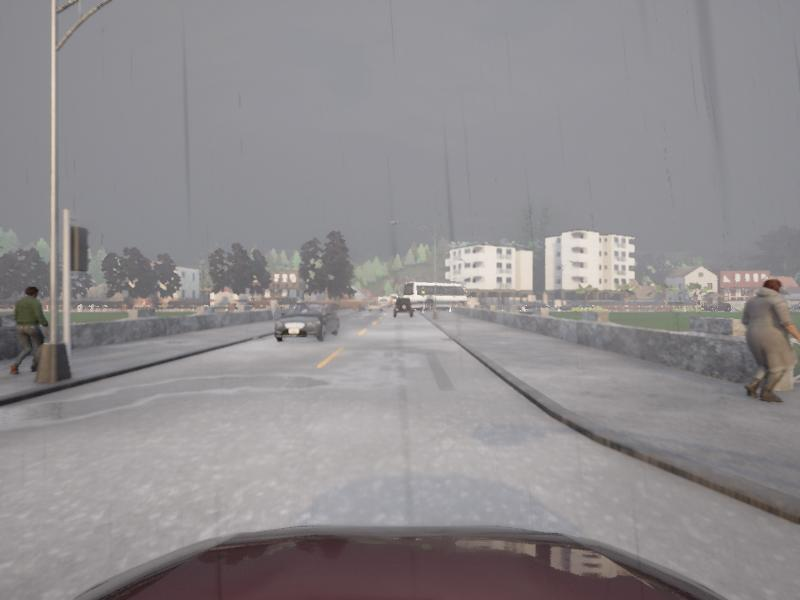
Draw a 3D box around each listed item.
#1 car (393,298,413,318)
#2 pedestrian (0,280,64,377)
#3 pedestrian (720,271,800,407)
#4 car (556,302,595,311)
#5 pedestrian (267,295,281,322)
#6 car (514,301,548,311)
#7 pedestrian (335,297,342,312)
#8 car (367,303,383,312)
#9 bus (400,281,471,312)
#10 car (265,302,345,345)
[{"bbox_3d":[0.324,0.709,39.550,1.905,1.878,3.866,0,0,0],"label":"car"},{"bbox_3d":[-7.435,0.546,8.031,0.751,1.860,0.751,0,0,-3],"label":"pedestrian"},{"bbox_3d":[5.341,0.534,5.837,0.751,1.860,0.751,0,0,0],"label":"pedestrian"},{"bbox_3d":[27.675,0.996,63.270,5.357,1.411,2.033,0,0,1],"label":"car"},{"bbox_3d":[-8.878,0.578,28.245,0.751,1.860,0.751,0,0,-1],"label":"pedestrian"},{"bbox_3d":[20.665,0.945,63.211,4.892,1.490,1.837,0,0,2],"label":"car"},{"bbox_3d":[-7.833,0.613,51.128,0.751,1.860,0.751,0,0,9],"label":"pedestrian"},{"bbox_3d":[-3.536,1.034,57.296,1.895,1.301,4.718,0,0,0],"label":"car"},{"bbox_3d":[5.434,-0.428,60.205,10.273,4.253,3.944,0,-4,-32],"label":"bus"},{"bbox_3d":[-3.766,0.863,16.890,2.128,1.511,4.902,0,0,1],"label":"car"}]
